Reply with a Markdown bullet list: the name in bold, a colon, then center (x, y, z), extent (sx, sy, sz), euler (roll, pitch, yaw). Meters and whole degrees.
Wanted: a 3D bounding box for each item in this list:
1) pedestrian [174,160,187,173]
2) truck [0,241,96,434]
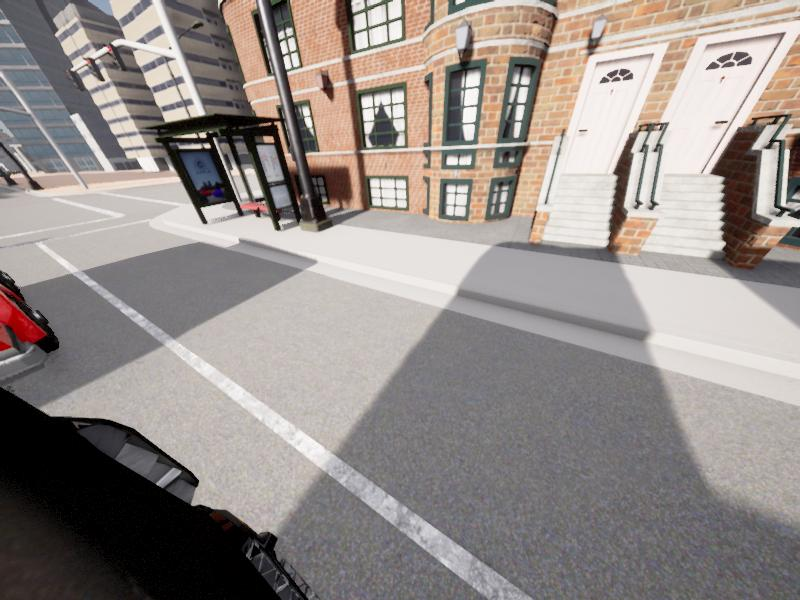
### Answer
- **pedestrian**: center (-38.910, -23.643, 40.914), extent (0.751, 1.860, 0.751), euler (11, 36, 20)
- **truck**: center (-6.591, -0.089, 2.374), extent (5.204, 2.467, 2.627), euler (18, 39, 27)
